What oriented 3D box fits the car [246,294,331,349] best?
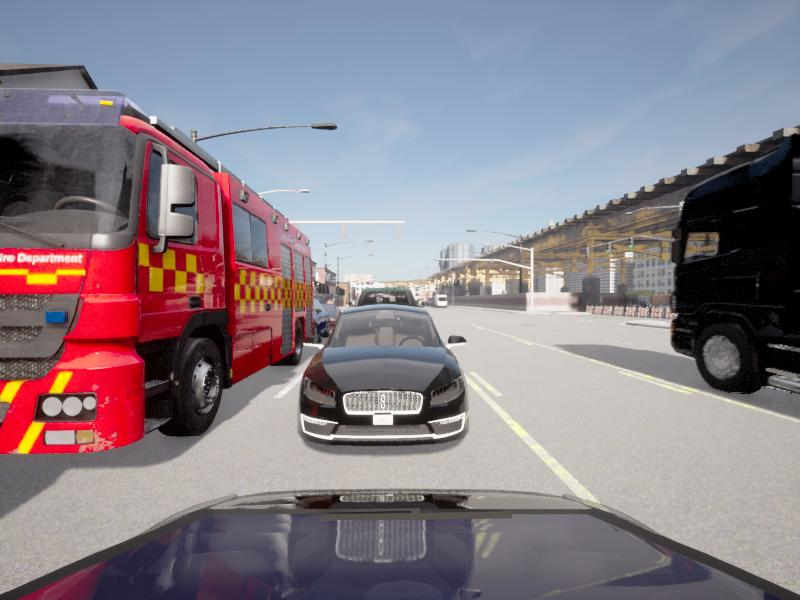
[{"bbox_3d":[-3.999,0.694,15.235,2.097,1.767,4.553,0,0,-2],"label":"car"}]

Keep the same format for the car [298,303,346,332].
[{"bbox_3d":[-4.249,0.897,22.560,2.033,1.411,5.357,0,0,-4],"label":"car"}]

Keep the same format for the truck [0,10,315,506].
[{"bbox_3d":[-3.763,-0.320,7.296,2.891,3.827,8.468,0,0,-2],"label":"truck"}]

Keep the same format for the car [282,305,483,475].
[{"bbox_3d":[-0.220,0.845,6.104,1.837,1.490,4.892,0,0,-2],"label":"car"}]

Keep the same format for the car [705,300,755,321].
[{"bbox_3d":[26.240,0.796,32.028,2.038,1.542,4.974,0,0,27],"label":"car"}]

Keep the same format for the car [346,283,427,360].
[{"bbox_3d":[-0.444,0.568,13.466,2.150,2.045,5.566,0,0,-2],"label":"car"}]

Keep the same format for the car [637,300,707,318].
[{"bbox_3d":[25.288,0.796,37.368,2.038,1.542,4.974,0,0,-38],"label":"car"}]

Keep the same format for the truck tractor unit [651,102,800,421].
[{"bbox_3d":[6.813,-0.516,5.056,3.053,4.208,6.516,0,0,-2],"label":"truck tractor unit"}]

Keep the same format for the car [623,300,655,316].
[{"bbox_3d":[25.138,0.796,41.974,2.038,1.542,4.974,0,0,42],"label":"car"}]

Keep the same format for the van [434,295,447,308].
[{"bbox_3d":[8.050,0.301,79.908,1.988,2.561,5.915,0,0,-2],"label":"van"}]
